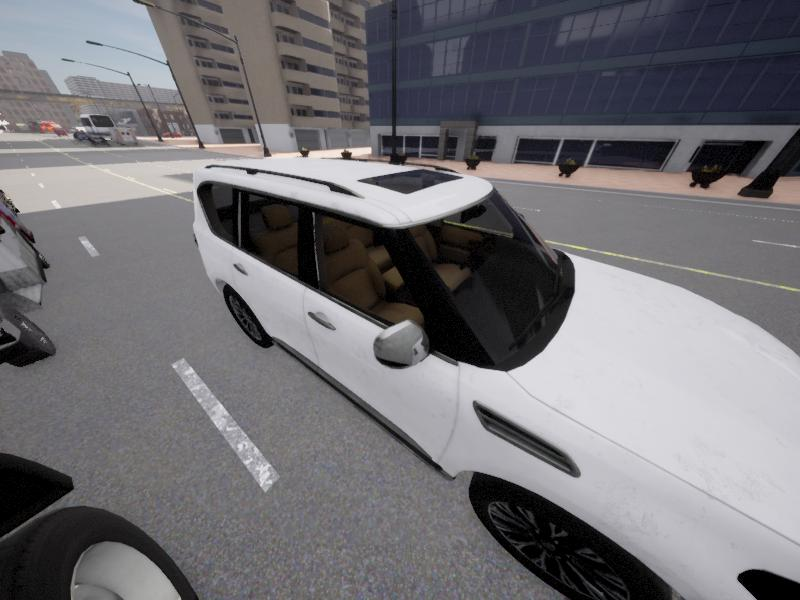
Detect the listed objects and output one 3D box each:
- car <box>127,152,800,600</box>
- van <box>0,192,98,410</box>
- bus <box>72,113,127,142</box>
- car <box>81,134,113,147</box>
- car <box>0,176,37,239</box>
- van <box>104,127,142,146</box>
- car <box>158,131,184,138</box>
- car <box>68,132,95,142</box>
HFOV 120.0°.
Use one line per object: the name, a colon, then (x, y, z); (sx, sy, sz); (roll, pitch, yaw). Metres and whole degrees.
car: (-0.019, -0.211, 2.438); (5.566, 2.045, 2.150); (23, 41, 28)
van: (-6.905, -0.729, 2.808); (6.366, 2.431, 2.351); (22, 41, 28)
bus: (-60.715, -34.809, 46.665); (10.273, 4.253, 3.944); (24, 41, 27)
car: (-50.422, -26.580, 38.387); (4.902, 1.511, 2.128); (24, 42, 27)
car: (-12.930, -2.858, 6.572); (4.902, 1.511, 2.128); (23, 41, 28)
van: (-48.840, -28.827, 40.688); (6.366, 2.431, 2.351); (24, 42, 27)
car: (-67.140, -48.567, 67.797); (2.242, 1.667, 4.611); (24, 42, 29)
car: (-61.112, -31.368, 44.355); (5.357, 1.411, 2.033); (24, 41, 27)
